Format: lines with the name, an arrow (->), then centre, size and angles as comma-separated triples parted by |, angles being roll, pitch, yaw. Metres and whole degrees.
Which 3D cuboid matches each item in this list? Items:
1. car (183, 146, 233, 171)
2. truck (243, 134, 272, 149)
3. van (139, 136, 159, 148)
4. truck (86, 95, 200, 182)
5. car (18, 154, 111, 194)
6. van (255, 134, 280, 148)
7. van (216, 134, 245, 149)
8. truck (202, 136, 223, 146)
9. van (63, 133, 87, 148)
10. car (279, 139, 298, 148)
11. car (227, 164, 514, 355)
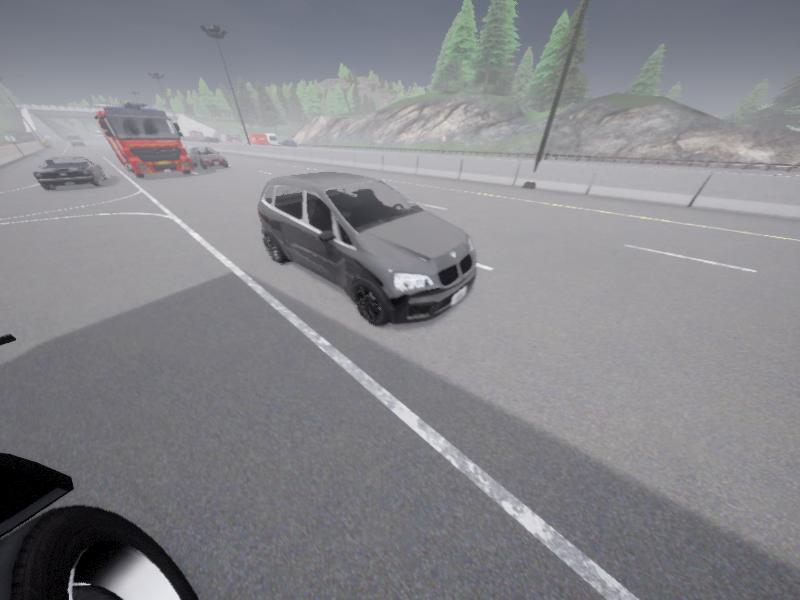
car -> -15.806, -11.680, 18.961 | 4.193, 1.474, 1.816 | 27, 44, 33
truck -> -29.090, -32.377, 47.150 | 5.204, 2.467, 2.627 | 27, 44, 32
van -> -55.086, -34.685, 50.711 | 4.442, 1.987, 1.775 | 27, 43, 33
truck -> -17.389, -10.712, 15.568 | 8.468, 3.827, 2.891 | 27, 43, 33
car -> -17.383, -6.823, 12.283 | 1.895, 1.301, 4.718 | -28, 44, -33
van -> -29.295, -35.221, 51.081 | 5.915, 2.561, 1.988 | 27, 43, 32
van -> -34.960, -32.667, 47.567 | 6.366, 2.431, 2.351 | 27, 43, 32
truck -> -51.472, -43.696, 63.288 | 6.274, 2.098, 2.390 | 27, 43, 33
van -> -71.908, -35.429, 51.185 | 5.915, 2.561, 1.988 | 27, 43, 33
car -> -25.237, -35.407, 52.274 | 4.193, 1.474, 1.816 | 27, 43, 32
car -> -0.837, -1.358, 4.341 | 4.611, 1.667, 2.242 | 27, 43, 33
